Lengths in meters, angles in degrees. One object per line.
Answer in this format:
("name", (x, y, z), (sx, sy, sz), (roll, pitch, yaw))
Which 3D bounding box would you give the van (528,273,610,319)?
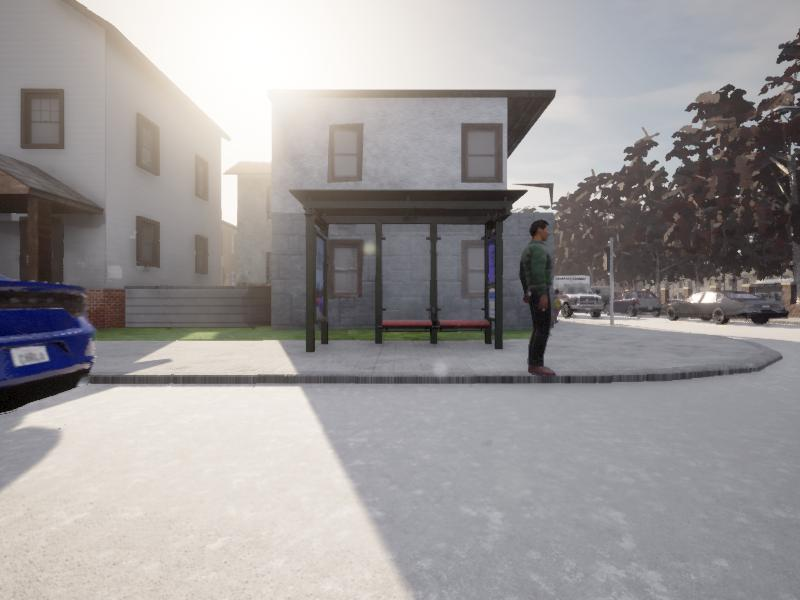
("van", (10.047, -0.222, 24.568), (2.351, 2.431, 6.366), (0, 0, 0))

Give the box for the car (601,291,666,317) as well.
("car", (14.194, 0.227, 24.567), (1.845, 1.501, 3.633), (0, 0, -1))

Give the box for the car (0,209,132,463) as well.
("car", (-4.923, 0.223, 2.663), (5.008, 1.535, 1.882), (0, 0, 0))

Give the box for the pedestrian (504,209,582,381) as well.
("pedestrian", (1.661, -0.054, 4.766), (0.751, 1.860, 0.751), (0, 0, 9))

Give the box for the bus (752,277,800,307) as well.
("bus", (59.487, -1.132, 60.296), (3.944, 4.253, 10.273), (0, 0, 0))

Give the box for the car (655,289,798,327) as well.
("car", (13.945, 0.295, 17.673), (2.033, 1.411, 5.357), (0, 0, 2))

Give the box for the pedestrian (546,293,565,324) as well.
("pedestrian", (5.662, 0.305, 14.602), (0.500, 1.100, 0.500), (0, 0, 1))

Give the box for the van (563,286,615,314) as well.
("van", (14.274, -0.002, 30.573), (1.775, 1.987, 4.442), (0, 0, -2))
